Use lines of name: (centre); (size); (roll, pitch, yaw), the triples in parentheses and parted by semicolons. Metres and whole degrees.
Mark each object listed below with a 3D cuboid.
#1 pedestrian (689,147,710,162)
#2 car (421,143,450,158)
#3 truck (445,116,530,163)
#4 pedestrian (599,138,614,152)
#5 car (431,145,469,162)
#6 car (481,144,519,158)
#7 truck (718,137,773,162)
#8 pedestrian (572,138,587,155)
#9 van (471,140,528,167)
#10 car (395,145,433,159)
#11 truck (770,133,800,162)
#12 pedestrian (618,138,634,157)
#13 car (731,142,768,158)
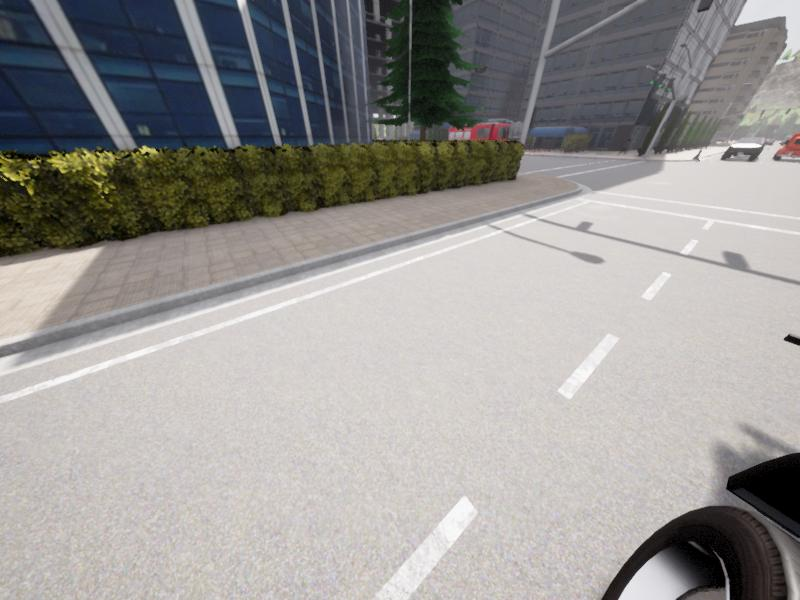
pedestrian: (31.037, -15.108, 23.976); (0.751, 1.300, 0.751); (-24, 42, -30)
car: (4.916, -20.799, 32.084); (1.845, 1.501, 3.633); (-24, 41, -29)
truck: (9.460, -18.271, 26.469); (2.891, 3.827, 8.468); (-24, 41, -29)
pedestrian: (32.341, -24.233, 36.157); (0.751, 1.860, 0.751); (-5, 35, -6)
car: (5.643, -16.877, 26.556); (1.970, 1.475, 3.806); (-23, 41, -29)
car: (13.758, -20.704, 32.027); (1.994, 1.385, 4.181); (-24, 41, -29)
truck: (38.901, -17.016, 25.978); (6.274, 2.098, 2.390); (-23, 41, -29)
pedestrian: (24.729, -21.149, 31.847); (0.751, 1.860, 0.751); (-25, 42, -31)
van: (9.431, -14.202, 22.288); (1.775, 1.987, 4.442); (-24, 41, -29)
car: (1.756, -19.798, 30.803); (2.033, 1.411, 5.357); (-24, 41, -29)
truck: (43.352, -16.559, 24.976); (5.204, 2.467, 2.627); (-23, 41, -29)
pedestrian: (27.499, -18.553, 28.141); (0.751, 1.860, 0.751); (24, 42, 30)
car: (45.239, -19.477, 29.878); (5.366, 1.575, 1.801); (-23, 41, -29)
